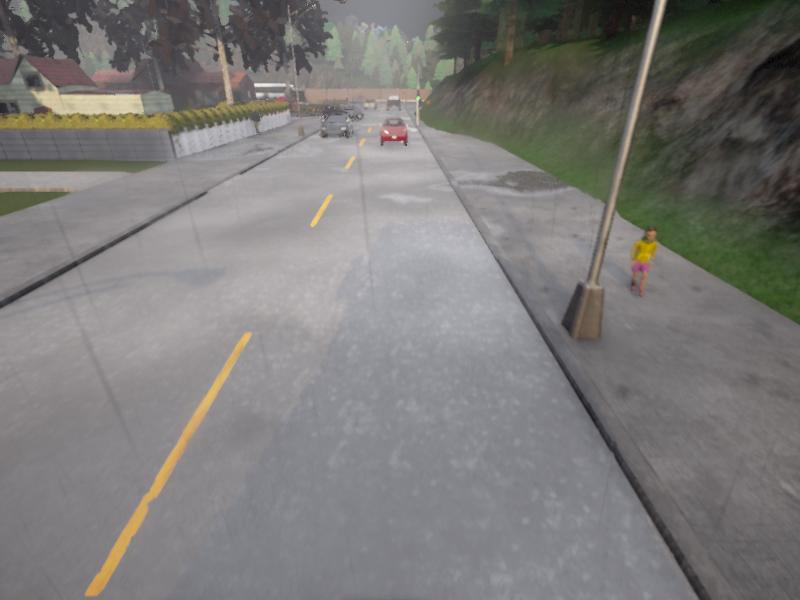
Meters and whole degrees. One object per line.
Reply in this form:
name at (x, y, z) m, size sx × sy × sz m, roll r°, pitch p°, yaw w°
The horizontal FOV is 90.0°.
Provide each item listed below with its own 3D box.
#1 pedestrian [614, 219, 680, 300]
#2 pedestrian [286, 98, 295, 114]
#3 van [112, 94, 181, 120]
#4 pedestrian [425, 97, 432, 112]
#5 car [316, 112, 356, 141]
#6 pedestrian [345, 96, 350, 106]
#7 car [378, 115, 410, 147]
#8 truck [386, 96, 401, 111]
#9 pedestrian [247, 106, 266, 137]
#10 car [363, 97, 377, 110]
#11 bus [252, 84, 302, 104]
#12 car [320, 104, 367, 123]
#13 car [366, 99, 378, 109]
pedestrian at (3.754, -0.623, 6.151) m, size 0.500 × 1.100 × 0.500 m, roll 7°, pitch 28°, yaw 13°
pedestrian at (-14.721, -26.073, 53.776) m, size 0.751 × 1.860 × 0.751 m, roll -1°, pitch 28°, yaw -2°
van at (-28.506, -21.776, 45.123) m, size 5.915 × 2.561 × 1.988 m, roll 0°, pitch 28°, yaw -1°
pedestrian at (3.997, -27.404, 56.089) m, size 0.751 × 1.860 × 0.751 m, roll 3°, pitch 28°, yaw 6°
car at (-4.427, -12.403, 28.392) m, size 2.038 × 1.542 × 4.974 m, roll 0°, pitch 28°, yaw -1°
pedestrian at (-10.364, -39.469, 79.297) m, size 0.751 × 1.860 × 0.751 m, roll 0°, pitch 28°, yaw -1°
car at (-0.377, -10.599, 24.958) m, size 1.845 × 1.501 × 3.633 m, roll 0°, pitch 28°, yaw -1°
truck at (-1.014, -32.571, 66.190) m, size 2.390 × 2.098 × 6.274 m, roll 0°, pitch 28°, yaw -1°
pedestrian at (-9.775, -12.145, 27.255) m, size 0.751 × 1.860 × 0.751 m, roll 1°, pitch 28°, yaw 3°
car at (-5.031, -33.023, 67.289) m, size 1.932 × 1.855 × 4.605 m, roll 0°, pitch 28°, yaw -1°
bus at (-29.287, -49.324, 95.729) m, size 10.273 × 4.253 × 3.944 m, roll 0°, pitch 28°, yaw -1°
car at (-6.102, -20.201, 43.138) m, size 5.027 × 1.651 × 2.152 m, roll 21°, pitch 34°, yaw 34°
car at (-5.138, -36.523, 74.355) m, size 1.837 × 1.490 × 4.892 m, roll 0°, pitch 28°, yaw -1°
